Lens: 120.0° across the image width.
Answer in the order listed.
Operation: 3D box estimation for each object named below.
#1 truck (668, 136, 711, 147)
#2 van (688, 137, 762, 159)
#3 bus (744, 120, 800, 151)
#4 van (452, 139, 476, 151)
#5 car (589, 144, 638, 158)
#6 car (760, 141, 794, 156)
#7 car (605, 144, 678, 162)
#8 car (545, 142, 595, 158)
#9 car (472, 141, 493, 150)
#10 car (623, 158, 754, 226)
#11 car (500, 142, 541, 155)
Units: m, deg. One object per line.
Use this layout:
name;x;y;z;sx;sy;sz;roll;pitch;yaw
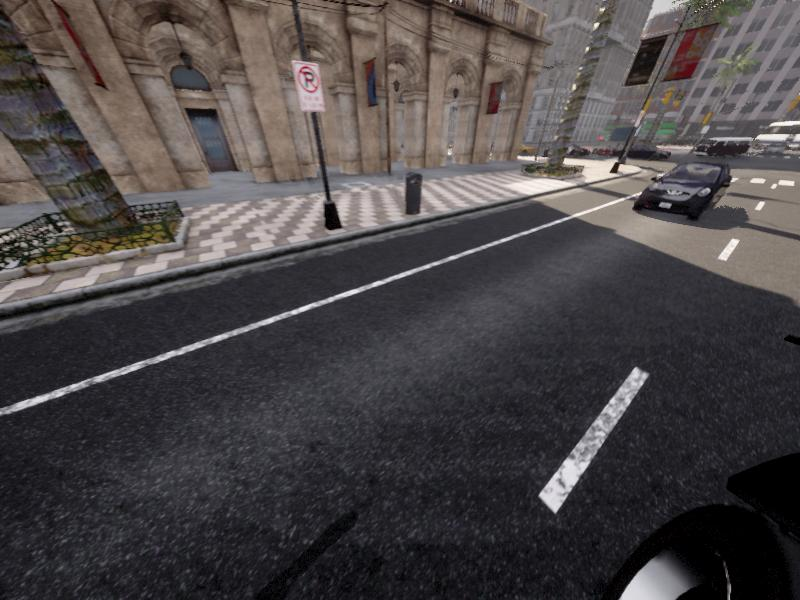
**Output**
truck;72.379;-39.771;57.917;2.390;2.098;6.274;-3;35;-5
van;38.558;-18.165;27.589;4.480;2.038;2.069;4;37;6
bus;70.729;-29.690;41.744;3.944;4.253;10.273;12;37;16
van;13.155;-32.296;47.938;1.775;1.987;4.442;-22;41;-28
car;27.930;-19.634;30.357;1.994;1.385;4.181;-20;40;-26
car;51.856;-20.927;31.834;3.633;1.501;1.845;-24;42;-30
car;27.457;-16.928;26.496;2.033;1.411;5.357;-25;42;-30
car;22.984;-20.491;31.477;2.038;1.542;4.974;-22;41;-28
car;17.235;-32.289;48.265;1.789;1.549;3.705;-22;41;-28
car;9.972;-3.905;8.039;3.633;1.501;1.845;-22;41;-28
car;18.784;-23.964;36.411;1.801;1.575;5.366;-22;40;-28
